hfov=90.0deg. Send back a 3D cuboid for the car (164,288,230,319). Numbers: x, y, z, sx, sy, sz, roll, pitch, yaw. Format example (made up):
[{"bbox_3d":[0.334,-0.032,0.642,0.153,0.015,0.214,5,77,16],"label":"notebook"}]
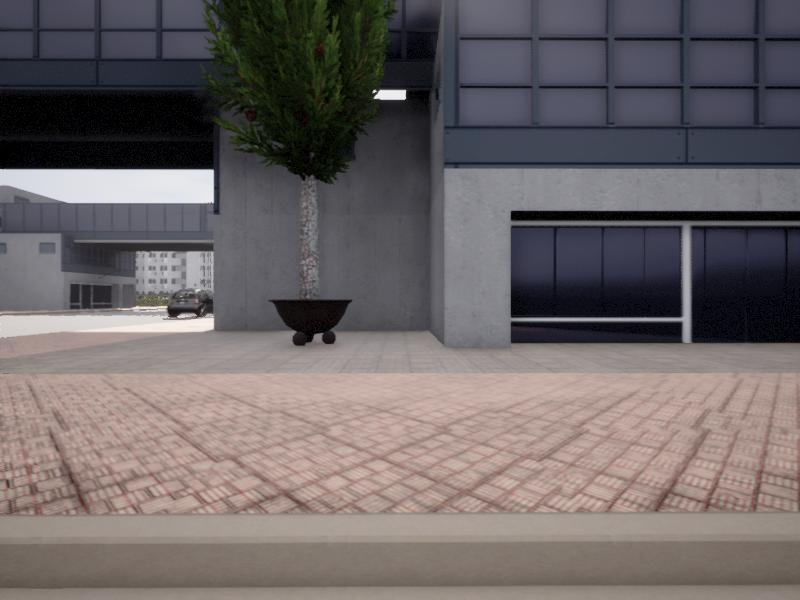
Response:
[{"bbox_3d":[-11.598,0.193,23.189,1.851,1.617,3.988,0,0,0],"label":"car"}]
